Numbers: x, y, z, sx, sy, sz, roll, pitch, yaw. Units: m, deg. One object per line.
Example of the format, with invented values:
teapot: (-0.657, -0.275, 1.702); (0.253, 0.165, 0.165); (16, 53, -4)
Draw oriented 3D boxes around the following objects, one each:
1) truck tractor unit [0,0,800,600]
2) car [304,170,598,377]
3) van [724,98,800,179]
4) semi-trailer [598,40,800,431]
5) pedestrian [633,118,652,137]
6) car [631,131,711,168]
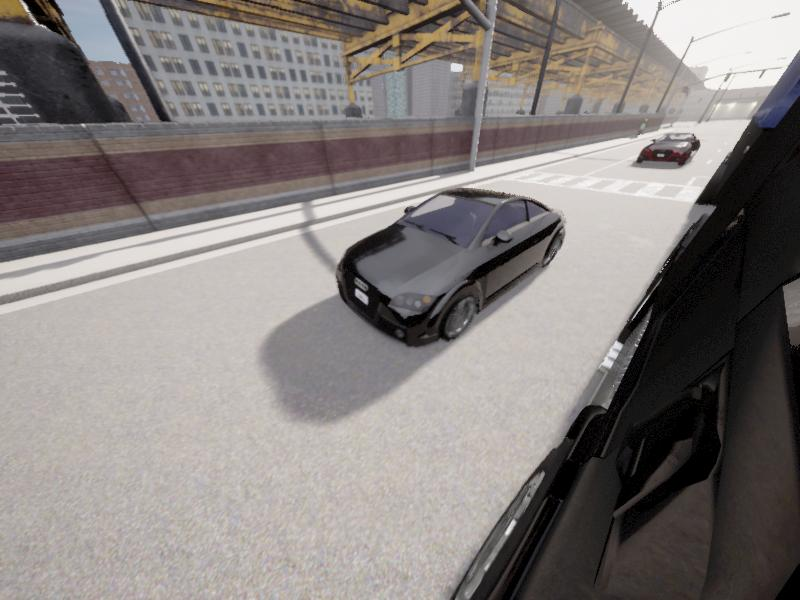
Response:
truck tractor unit: (2.645, -0.295, 0.352); (6.516, 4.208, 3.053); (-28, 44, -30)
car: (1.036, -0.999, 3.795); (4.181, 1.385, 1.994); (-28, 44, -30)
van: (17.424, -7.462, 10.456); (5.915, 2.561, 1.988); (-28, 44, -29)
semi-trailer: (8.685, -3.603, 4.254); (14.254, 4.402, 2.717); (-28, 44, -30)
pedestrian: (29.222, -20.795, 27.883); (0.751, 1.860, 0.751); (-25, 42, -27)
car: (15.441, -8.642, 13.148); (4.181, 1.385, 1.994); (-27, 43, -29)
